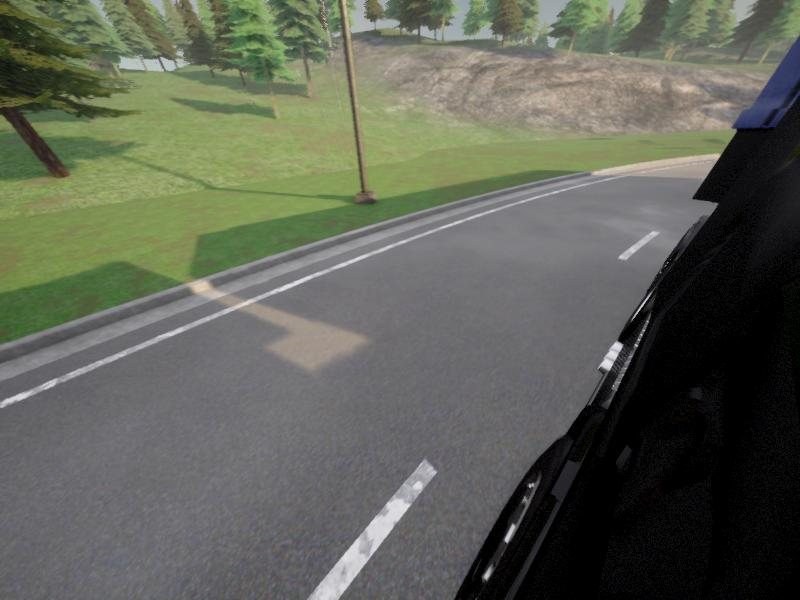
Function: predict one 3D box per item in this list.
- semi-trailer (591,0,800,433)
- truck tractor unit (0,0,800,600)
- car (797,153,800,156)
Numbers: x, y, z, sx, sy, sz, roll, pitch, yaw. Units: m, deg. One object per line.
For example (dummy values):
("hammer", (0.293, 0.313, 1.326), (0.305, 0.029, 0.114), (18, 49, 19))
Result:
("semi-trailer", (9.140, -3.260, 3.739), (14.254, 4.402, 2.717), (-23, 41, -24))
("truck tractor unit", (2.645, -0.295, 0.351), (6.516, 4.208, 3.053), (-28, 44, -30))
("car", (24.973, -8.690, 12.143), (4.605, 1.855, 1.932), (-8, 37, -9))
